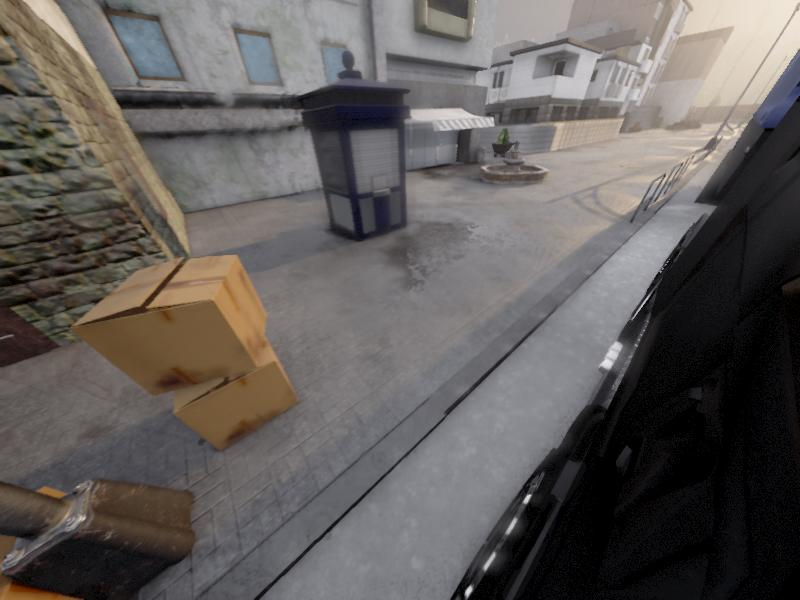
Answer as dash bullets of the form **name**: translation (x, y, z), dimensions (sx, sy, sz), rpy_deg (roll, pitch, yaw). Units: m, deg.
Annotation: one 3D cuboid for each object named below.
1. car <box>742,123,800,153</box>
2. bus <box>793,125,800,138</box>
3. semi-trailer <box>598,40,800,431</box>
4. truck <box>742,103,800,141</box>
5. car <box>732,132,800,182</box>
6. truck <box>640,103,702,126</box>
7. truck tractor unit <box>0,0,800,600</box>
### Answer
- **car**: translation (24.760, -10.696, 15.186), dimensions (4.181, 1.385, 1.994), rpy_deg (-28, 44, -29)
- **bus**: translation (40.516, -17.153, 20.377), dimensions (10.273, 4.253, 3.944), rpy_deg (-27, 43, -29)
- **semi-trailer**: translation (8.676, -3.623, 4.245), dimensions (14.254, 4.402, 2.717), rpy_deg (-28, 44, -30)
- **truck**: translation (33.042, -15.494, 20.146), dimensions (5.204, 2.467, 2.627), rpy_deg (-27, 43, -30)
- **car**: translation (16.185, -6.171, 9.764), dimensions (4.718, 1.301, 1.895), rpy_deg (-28, 43, -29)
- **truck**: translation (63.497, -43.599, 54.515), dimensions (2.891, 3.827, 8.468), rpy_deg (-28, 43, -29)
- **truck tractor unit**: translation (2.645, -0.295, 0.352), dimensions (6.516, 4.208, 3.053), rpy_deg (-28, 44, -30)
